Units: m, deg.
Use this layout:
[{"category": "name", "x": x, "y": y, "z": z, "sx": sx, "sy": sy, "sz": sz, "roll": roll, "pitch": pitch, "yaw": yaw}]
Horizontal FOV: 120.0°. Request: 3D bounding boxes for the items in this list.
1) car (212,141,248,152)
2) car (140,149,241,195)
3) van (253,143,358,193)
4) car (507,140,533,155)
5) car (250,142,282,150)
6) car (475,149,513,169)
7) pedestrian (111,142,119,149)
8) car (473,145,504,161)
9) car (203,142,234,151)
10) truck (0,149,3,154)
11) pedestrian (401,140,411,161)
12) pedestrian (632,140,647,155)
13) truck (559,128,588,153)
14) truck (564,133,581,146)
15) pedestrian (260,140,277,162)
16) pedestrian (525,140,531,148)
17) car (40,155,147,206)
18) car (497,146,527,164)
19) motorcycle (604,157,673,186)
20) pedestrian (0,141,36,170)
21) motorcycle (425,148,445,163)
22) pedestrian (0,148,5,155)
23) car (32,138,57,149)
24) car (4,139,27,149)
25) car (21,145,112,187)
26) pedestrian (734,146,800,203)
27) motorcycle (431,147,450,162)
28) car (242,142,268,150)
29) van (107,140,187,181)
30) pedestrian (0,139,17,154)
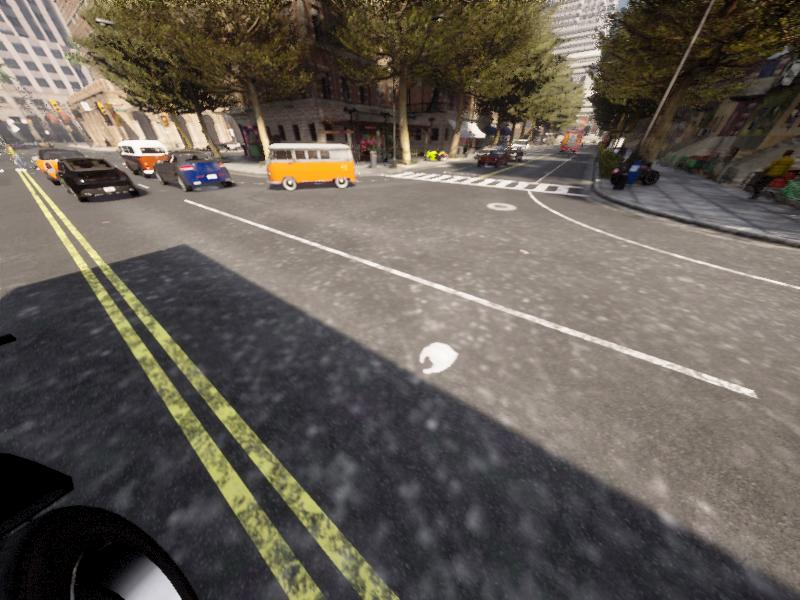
[{"category": "car", "x": -32.426, "y": -29.409, "z": 44.169, "sx": 2.038, "sy": 1.542, "sz": 4.974, "roll": 22, "pitch": 41, "yaw": 28}, {"category": "car", "x": -11.226, "y": -6.982, "z": 12.362, "sx": 5.027, "sy": 1.651, "sz": 2.152, "roll": 22, "pitch": 41, "yaw": 28}, {"category": "van", "x": -4.631, "y": -6.945, "z": 12.039, "sx": 4.442, "sy": 1.987, "sz": 1.775, "roll": -10, "pitch": 36, "yaw": -14}, {"category": "car", "x": 20.520, "y": -26.154, "z": 39.469, "sx": 2.435, "sy": 2.045, "sz": 5.566, "roll": 22, "pitch": 41, "yaw": 28}, {"category": "car", "x": -28.298, "y": -32.685, "z": 48.973, "sx": 2.033, "sy": 1.411, "sz": 5.357, "roll": 22, "pitch": 41, "yaw": 28}, {"category": "car", "x": 9.058, "y": -13.495, "z": 22.043, "sx": 1.895, "sy": 1.301, "sz": 4.718, "roll": 22, "pitch": 41, "yaw": 28}, {"category": "pedestrian", "x": -58.418, "y": -31.732, "z": 47.358, "sx": 0.500, "sy": 1.100, "sz": 0.500, "roll": 22, "pitch": 41, "yaw": 28}, {"category": "car", "x": 11.679, "y": -19.418, "z": 30.337, "sx": 2.231, "sy": 1.521, "sz": 4.892, "roll": 22, "pitch": 41, "yaw": 28}, {"category": "car", "x": -35.597, "y": -30.251, "z": 45.485, "sx": 1.994, "sy": 1.385, "sz": 4.181, "roll": 22, "pitch": 41, "yaw": 28}, {"category": "truck", "x": -62.999, "y": -23.426, "z": 34.639, "sx": 5.204, "sy": 2.467, "sz": 2.627, "roll": 22, "pitch": 41, "yaw": 28}, {"category": "pedestrian", "x": 0.612, "y": -16.202, "z": 25.035, "sx": 0.751, "sy": 1.860, "sz": 0.751, "roll": 24, "pitch": 42, "yaw": 30}, {"category": "pedestrian", "x": 36.082, "y": -22.941, "z": 34.858, "sx": 0.751, "sy": 1.860, "sz": 0.751, "roll": 21, "pitch": 40, "yaw": 27}, {"category": "truck", "x": 34.214, "y": -31.458, "z": 45.551, "sx": 2.891, "sy": 3.827, "sz": 8.468, "roll": 22, "pitch": 41, "yaw": 28}, {"category": "truck", "x": 60.994, "y": -56.714, "z": 81.625, "sx": 2.891, "sy": 3.827, "sz": 8.468, "roll": 22, "pitch": 41, "yaw": 28}, {"category": "pedestrian", "x": -12.999, "y": -14.755, "z": 22.884, "sx": 0.751, "sy": 1.860, "sz": 0.751, "roll": 23, "pitch": 41, "yaw": 28}, {"category": "pedestrian", "x": 35.499, "y": -43.158, "z": 63.853, "sx": 0.751, "sy": 1.860, "sz": 0.751, "roll": 27, "pitch": 43, "yaw": 32}, {"category": "car", "x": -13.800, "y": -5.519, "z": 10.375, "sx": 4.892, "sy": 1.490, "sz": 1.837, "roll": 22, "pitch": 41, "yaw": 28}, {"category": "car", "x": 12.805, "y": -16.611, "z": 26.341, "sx": 1.970, "sy": 1.475, "sz": 3.806, "roll": 23, "pitch": 41, "yaw": 28}, {"category": "motorcycle", "x": 12.887, "y": -6.952, "z": 12.555, "sx": 2.356, "sy": 1.277, "sz": 0.764, "roll": 3, "pitch": 25, "yaw": 4}, {"category": "pedestrian", "x": -30.176, "y": -11.367, "z": 18.214, "sx": 0.751, "sy": 1.860, "sz": 0.751, "roll": 25, "pitch": 42, "yaw": 30}, {"category": "motorcycle", "x": 3.660, "y": -15.189, "z": 24.266, "sx": 2.033, "sy": 1.145, "sz": 0.803, "roll": 3, "pitch": 45, "yaw": 4}, {"category": "pedestrian", "x": -57.790, "y": -21.802, "z": 32.853, "sx": 0.751, "sy": 1.860, "sz": 0.751, "roll": 23, "pitch": 41, "yaw": 29}, {"category": "car", "x": -74.413, "y": -32.774, "z": 48.358, "sx": 4.605, "sy": 1.855, "sz": 1.932, "roll": 22, "pitch": 41, "yaw": 28}, {"category": "car", "x": -84.089, "y": -34.185, "z": 50.502, "sx": 5.238, "sy": 1.638, "sz": 1.930, "roll": 23, "pitch": 41, "yaw": 29}, {"category": "car", "x": -19.581, "y": -7.988, "z": 13.584, "sx": 4.553, "sy": 1.767, "sz": 2.097, "roll": 22, "pitch": 41, "yaw": 28}, {"category": "pedestrian", "x": 14.788, "y": -4.960, "z": 9.155, "sx": 0.751, "sy": 1.860, "sz": 0.751, "roll": 14, "pitch": 37, "yaw": 19}, {"category": "motorcycle", "x": 4.341, "y": -15.687, "z": 24.906, "sx": 1.805, "sy": 1.236, "sz": 0.856, "roll": 3, "pitch": 35, "yaw": 4}, {"category": "car", "x": -31.499, "y": -33.561, "z": 50.217, "sx": 1.994, "sy": 1.385, "sz": 4.181, "roll": 23, "pitch": 41, "yaw": 29}, {"category": "van", "x": -16.917, "y": -9.466, "z": 15.489, "sx": 4.480, "sy": 2.038, "sz": 2.069, "roll": 22, "pitch": 41, "yaw": 28}, {"category": "pedestrian", "x": -57.632, "y": -22.440, "z": 33.761, "sx": 0.751, "sy": 1.860, "sz": 0.751, "roll": 30, "pitch": 45, "yaw": 35}]
